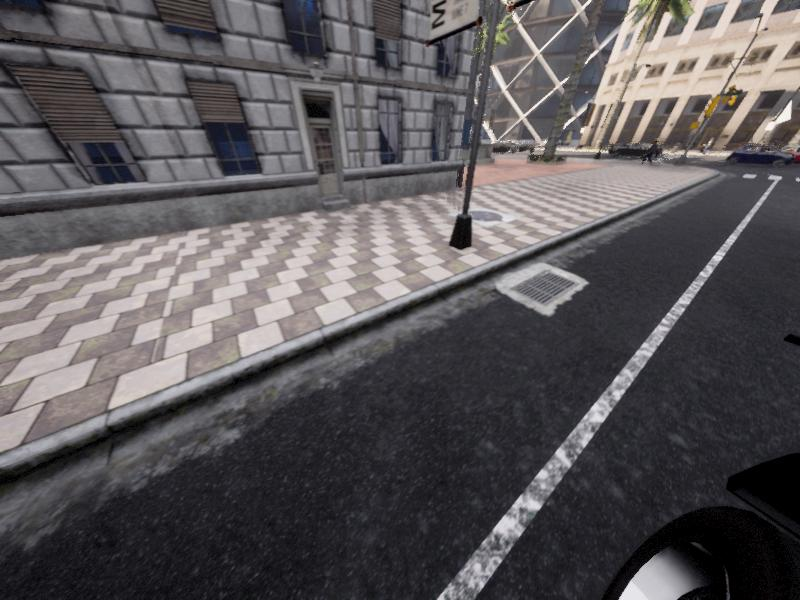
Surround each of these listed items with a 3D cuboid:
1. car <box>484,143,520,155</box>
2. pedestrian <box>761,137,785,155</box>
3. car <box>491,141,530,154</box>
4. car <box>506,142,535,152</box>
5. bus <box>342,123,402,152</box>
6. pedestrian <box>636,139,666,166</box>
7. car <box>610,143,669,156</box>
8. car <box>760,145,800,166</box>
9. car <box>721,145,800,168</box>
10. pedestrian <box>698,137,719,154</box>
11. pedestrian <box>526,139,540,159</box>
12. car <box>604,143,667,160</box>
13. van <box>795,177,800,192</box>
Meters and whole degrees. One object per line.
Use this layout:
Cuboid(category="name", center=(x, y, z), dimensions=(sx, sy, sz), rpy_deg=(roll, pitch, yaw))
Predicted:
Cuboid(category="car", center=(15.877, -23.694, 36.129), dimensions=(4.674, 1.442, 1.812), rpy_deg=(21, 41, 28))
Cuboid(category="pedestrian", center=(46.907, -19.353, 29.065), dimensions=(0.751, 1.860, 0.751), rpy_deg=(-26, 43, -32))
Cuboid(category="car", center=(18.152, -25.301, 38.219), dimensions=(5.238, 1.638, 1.930), rpy_deg=(22, 41, 28))
Cuboid(category="car", center=(22.255, -28.367, 42.771), dimensions=(4.181, 1.385, 1.994), rpy_deg=(24, 42, 30))
Cuboid(category="bus", center=(-4.999, -30.095, 42.935), dimensions=(10.273, 4.253, 3.944), rpy_deg=(-3, 35, -4))
Cuboid(category="pedestrian", center=(21.121, -12.442, 19.466), dimensions=(0.751, 1.860, 0.751), rpy_deg=(-11, 37, -15))
Cuboid(category="car", center=(33.763, -21.378, 32.748), dimensions=(2.033, 1.411, 5.357), rpy_deg=(-22, 41, -28))
Cuboid(category="car", center=(35.606, -12.715, 20.379), dimensions=(1.970, 1.475, 3.806), rpy_deg=(-22, 41, -28))
Cuboid(category="car", center=(31.538, -12.574, 20.163), dimensions=(1.845, 1.501, 3.633), rpy_deg=(-22, 41, -28))
Cuboid(category="pedestrian", center=(41.534, -20.776, 31.125), dimensions=(0.751, 1.860, 0.751), rpy_deg=(16, 38, 21))
Cuboid(category="pedestrian", center=(14.906, -16.999, 25.976), dimensions=(0.751, 1.860, 0.751), rpy_deg=(22, 41, 28))
Cuboid(category="car", center=(28.769, -18.355, 28.399), dimensions=(2.128, 1.511, 4.902), rpy_deg=(-23, 41, -29))
Cuboid(category="van", center=(21.620, -6.434, 11.135), dimensions=(4.442, 1.987, 1.775), rpy_deg=(-24, 41, -29))
